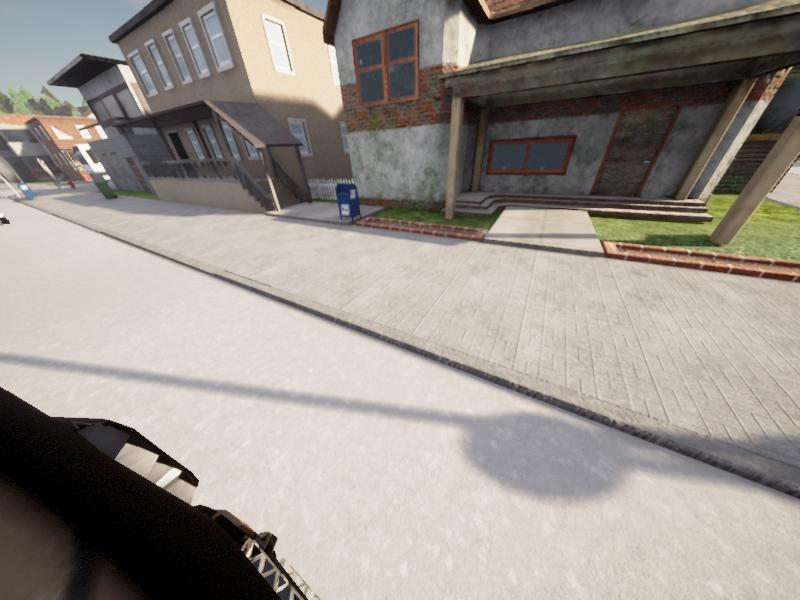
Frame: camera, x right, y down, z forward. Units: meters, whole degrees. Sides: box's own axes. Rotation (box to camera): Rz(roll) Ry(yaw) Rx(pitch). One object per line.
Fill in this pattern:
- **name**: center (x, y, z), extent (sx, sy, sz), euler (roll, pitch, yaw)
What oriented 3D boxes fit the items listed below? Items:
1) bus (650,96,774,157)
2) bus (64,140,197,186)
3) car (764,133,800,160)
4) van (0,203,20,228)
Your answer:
- **bus**: center (32.546, -18.493, 25.187), extent (3.944, 4.253, 10.273), euler (15, 38, 26)
- **bus**: center (-35.298, -18.704, 31.224), extent (3.944, 4.253, 10.273), euler (15, 39, 25)
- **car**: center (31.171, -11.663, 17.449), extent (1.801, 1.575, 5.366), euler (16, 38, 26)
- **van**: center (-20.276, -4.460, 10.532), extent (4.480, 2.038, 2.069), euler (17, 38, 27)
